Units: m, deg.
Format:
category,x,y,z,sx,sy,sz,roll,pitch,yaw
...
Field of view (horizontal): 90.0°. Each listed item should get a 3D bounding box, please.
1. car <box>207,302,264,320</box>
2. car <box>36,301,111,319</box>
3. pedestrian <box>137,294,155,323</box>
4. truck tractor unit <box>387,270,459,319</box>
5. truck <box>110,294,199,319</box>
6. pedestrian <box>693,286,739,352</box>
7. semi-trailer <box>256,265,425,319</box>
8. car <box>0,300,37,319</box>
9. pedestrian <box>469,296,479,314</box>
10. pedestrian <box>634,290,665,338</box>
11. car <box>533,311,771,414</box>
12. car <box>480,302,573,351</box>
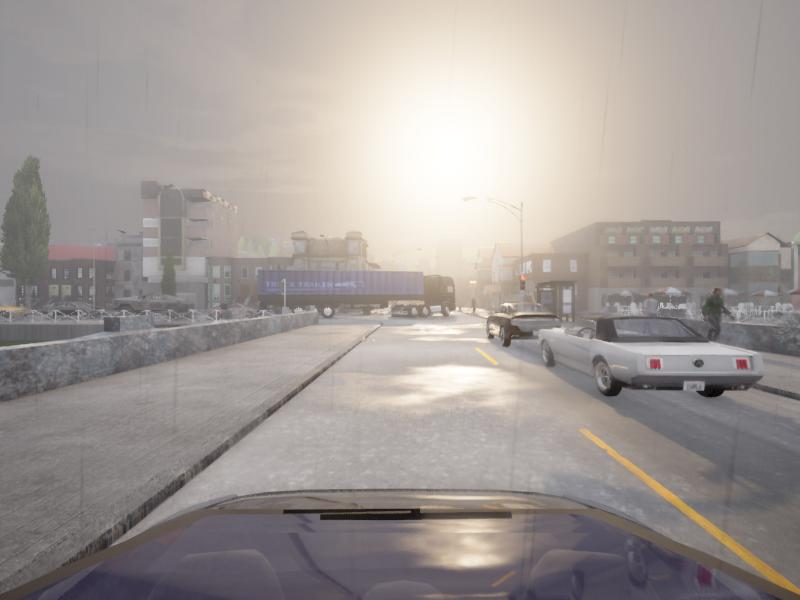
category,x,y,z,sx,sy,sz,roll,pitch,yaw
car,-14.045,0.922,34.359,4.181,1.385,1.994,0,0,-6
car,-28.550,0.836,35.105,4.902,1.511,2.128,0,0,2
pedestrian,-16.859,0.547,26.578,0.751,1.860,0.751,0,0,2
truck tractor unit,2.292,-0.518,37.937,6.516,4.208,3.053,0,0,-41
truck,-21.283,0.542,34.862,6.274,2.098,2.390,0,0,2
pedestrian,9.200,0.533,11.683,0.751,1.860,0.751,0,0,-3
semi-trailer,-5.022,-0.619,35.447,14.254,4.402,2.717,0,0,-12
car,-35.539,0.801,35.340,5.366,1.575,1.801,0,0,2
pedestrian,7.954,0.533,43.021,0.751,1.860,0.751,0,0,-23
pedestrian,9.811,0.533,15.738,0.751,1.860,0.751,0,0,2
car,4.303,0.944,7.966,1.895,1.301,4.718,0,0,2
car,4.438,0.836,14.911,2.128,1.511,4.902,0,0,3
